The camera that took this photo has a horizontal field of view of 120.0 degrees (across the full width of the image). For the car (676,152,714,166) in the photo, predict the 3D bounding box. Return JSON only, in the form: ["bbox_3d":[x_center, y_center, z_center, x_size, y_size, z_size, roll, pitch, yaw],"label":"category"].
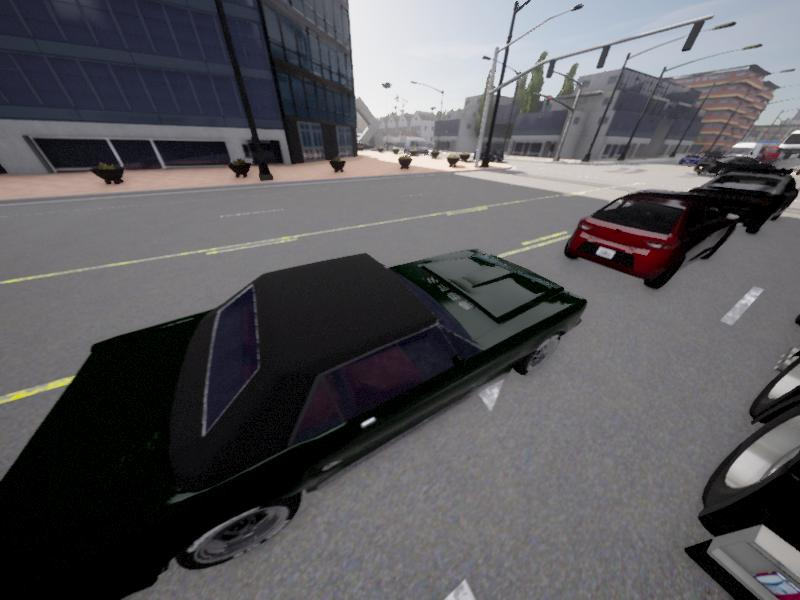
[{"bbox_3d":[39.436,-18.906,30.921,4.193,1.474,1.816,-17,38,-24],"label":"car"}]

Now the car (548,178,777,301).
[{"bbox_3d":[5.692,-1.622,5.094,4.193,1.474,1.816,-18,39,-24],"label":"car"}]

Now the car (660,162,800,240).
[{"bbox_3d":[11.693,-3.572,7.841,5.238,1.638,1.930,-17,39,-24],"label":"car"}]

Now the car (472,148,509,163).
[{"bbox_3d":[11.723,-19.054,30.367,1.816,1.474,4.193,-17,38,-24],"label":"car"}]

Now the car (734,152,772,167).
[{"bbox_3d":[48.858,-19.492,31.973,4.674,1.442,1.812,-18,39,-23],"label":"car"}]

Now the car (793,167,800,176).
[{"bbox_3d":[39.394,-12.205,21.304,4.181,1.385,1.994,-12,37,-18],"label":"car"}]

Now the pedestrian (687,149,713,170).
[{"bbox_3d":[32.710,-15.347,25.219,0.751,1.860,0.751,15,37,20],"label":"pedestrian"}]

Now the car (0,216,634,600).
[{"bbox_3d":[-0.182,0.320,2.404,4.718,1.301,1.895,-18,39,-24],"label":"car"}]

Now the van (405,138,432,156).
[{"bbox_3d":[3.243,-28.279,42.614,1.988,2.561,5.915,-17,39,-25],"label":"van"}]

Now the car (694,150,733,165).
[{"bbox_3d":[46.292,-21.098,34.089,5.238,1.638,1.930,-18,39,-24],"label":"car"}]

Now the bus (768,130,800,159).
[{"bbox_3d":[75.442,-29.265,43.386,10.273,4.253,3.944,-17,39,-24],"label":"bus"}]

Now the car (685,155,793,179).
[{"bbox_3d":[28.150,-11.223,19.405,5.008,1.535,1.882,5,35,5],"label":"car"}]

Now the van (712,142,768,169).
[{"bbox_3d":[41.776,-17.779,28.402,5.915,2.561,1.988,-17,38,-24],"label":"van"}]

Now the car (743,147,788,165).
[{"bbox_3d":[54.635,-21.646,34.549,5.566,2.045,2.150,-18,39,-24],"label":"car"}]

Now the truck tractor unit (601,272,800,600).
[{"bbox_3d":[5.130,-0.278,0.783,6.516,4.208,3.053,-17,38,-24],"label":"truck tractor unit"}]
